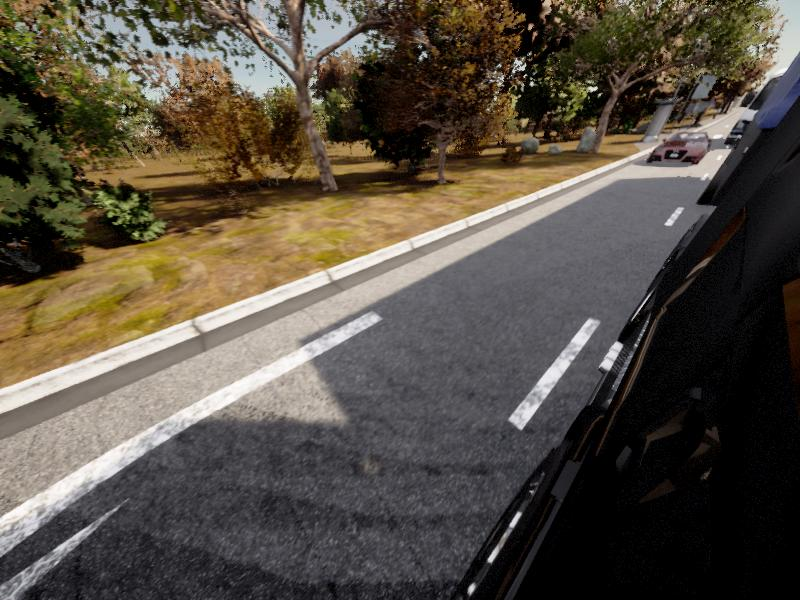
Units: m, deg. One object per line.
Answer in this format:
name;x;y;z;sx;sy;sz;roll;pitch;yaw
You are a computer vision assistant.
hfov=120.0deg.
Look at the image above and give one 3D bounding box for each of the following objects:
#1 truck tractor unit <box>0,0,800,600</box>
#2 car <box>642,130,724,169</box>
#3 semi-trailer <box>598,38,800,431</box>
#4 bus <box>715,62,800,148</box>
truck tractor unit;2.645;-0.295;0.351;6.516;4.208;3.053;-28;44;-30
car;15.385;-8.277;12.560;4.181;1.385;1.994;-28;44;-30
semi-trailer;8.693;-3.602;4.240;14.254;4.402;2.717;-28;43;-30
bus;28.547;-14.222;16.999;10.273;4.253;3.944;-27;43;-28
